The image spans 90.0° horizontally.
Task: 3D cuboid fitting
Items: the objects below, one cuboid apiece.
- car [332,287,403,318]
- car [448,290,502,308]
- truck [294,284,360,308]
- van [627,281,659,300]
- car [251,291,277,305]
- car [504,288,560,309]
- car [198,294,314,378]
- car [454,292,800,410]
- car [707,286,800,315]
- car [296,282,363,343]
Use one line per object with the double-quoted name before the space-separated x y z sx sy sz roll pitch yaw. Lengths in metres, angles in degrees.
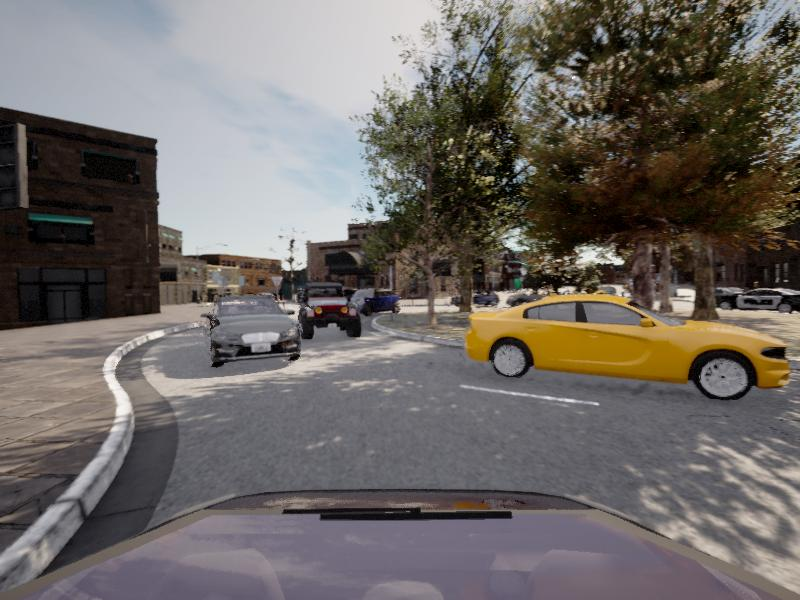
"car" -1.914 0.048 25.203 2.097 1.767 4.553 1 2 32
"car" 6.504 -0.132 34.776 4.193 1.474 1.816 -1 1 -10
"truck" -6.862 -0.410 37.216 6.274 2.098 2.390 1 2 36
"van" 28.544 -1.195 47.106 2.069 2.038 4.480 0 4 16
"car" -16.933 -0.238 49.595 2.038 1.542 4.974 -1 1 -31
"car" 10.659 -0.164 32.479 3.988 1.617 1.851 0 1 5
"car" -3.905 0.638 10.180 2.128 1.511 4.902 -1 2 -27
"car" 3.686 0.648 7.329 5.008 1.535 1.882 0 2 30
"car" 22.183 -0.039 24.433 1.930 1.638 5.238 -1 2 -19
"car" -2.676 0.312 14.470 1.905 1.878 3.866 -1 2 -17
